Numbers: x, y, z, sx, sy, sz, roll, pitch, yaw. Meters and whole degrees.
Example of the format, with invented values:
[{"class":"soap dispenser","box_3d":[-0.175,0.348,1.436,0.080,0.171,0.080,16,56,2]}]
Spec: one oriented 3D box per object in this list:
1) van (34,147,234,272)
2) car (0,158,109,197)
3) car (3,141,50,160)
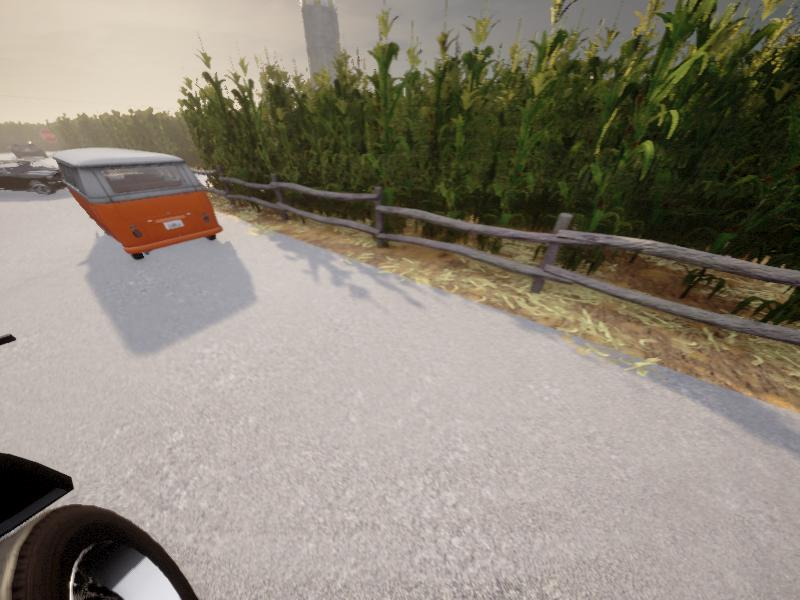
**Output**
[{"class":"van","box_3d":[-6.534,-2.531,5.720,4.442,1.987,1.775,22,41,28]},{"class":"car","box_3d":[-17.415,-5.820,10.893,4.718,1.301,1.895,3,35,4]},{"class":"car","box_3d":[-43.703,-17.586,27.038,4.611,1.667,2.242,22,41,28]}]
